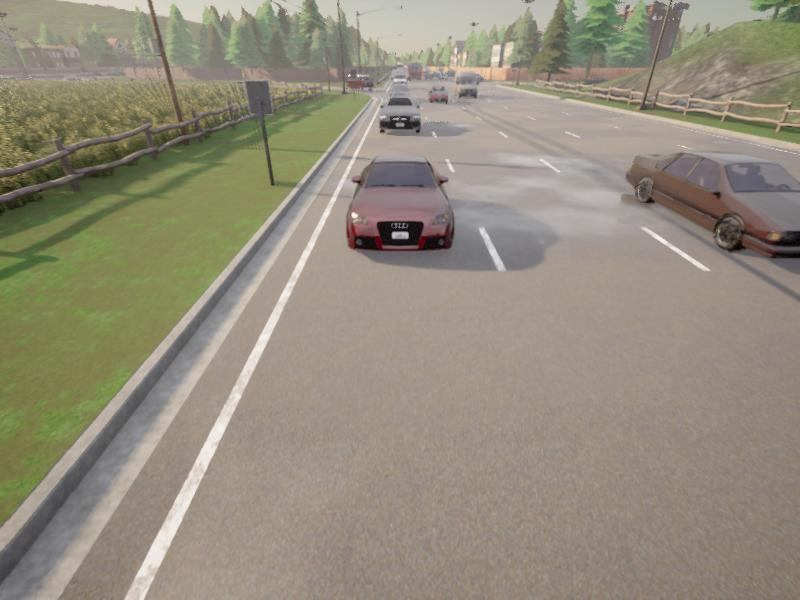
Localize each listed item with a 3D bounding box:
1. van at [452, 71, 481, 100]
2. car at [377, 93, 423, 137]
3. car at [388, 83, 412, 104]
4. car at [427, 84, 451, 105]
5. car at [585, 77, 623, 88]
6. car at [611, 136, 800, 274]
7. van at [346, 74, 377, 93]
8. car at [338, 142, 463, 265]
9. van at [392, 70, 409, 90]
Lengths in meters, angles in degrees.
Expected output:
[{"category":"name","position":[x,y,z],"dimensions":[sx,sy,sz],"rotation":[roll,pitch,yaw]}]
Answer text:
[{"category":"van","position":[7.003,-23.002,42.725],"dimensions":[1.988,2.561,5.915],"rotation":[0,30,0]},{"category":"car","position":[0.005,-10.100,21.618],"dimensions":[2.152,1.651,5.027],"rotation":[0,30,0]},{"category":"car","position":[0.006,-19.826,38.354],"dimensions":[2.163,1.488,4.792],"rotation":[0,30,0]},{"category":"car","position":[3.506,-18.863,36.660],"dimensions":[1.845,1.501,3.633],"rotation":[0,30,0]},{"category":"car","position":[33.184,-35.518,65.184],"dimensions":[5.357,1.411,2.033],"rotation":[13,33,22]},{"category":"car","position":[7.003,-2.398,8.694],"dimensions":[2.033,1.411,5.357],"rotation":[0,30,0]},{"category":"van","position":[-5.169,-28.841,53.194],"dimensions":[2.069,2.038,4.480],"rotation":[-20,35,-30]},{"category":"car","position":[0.004,-2.277,8.519],"dimensions":[1.994,1.385,4.181],"rotation":[0,30,0]},{"category":"van","position":[0.006,-32.407,58.889],"dimensions":[2.351,2.431,6.366],"rotation":[0,31,0]}]
